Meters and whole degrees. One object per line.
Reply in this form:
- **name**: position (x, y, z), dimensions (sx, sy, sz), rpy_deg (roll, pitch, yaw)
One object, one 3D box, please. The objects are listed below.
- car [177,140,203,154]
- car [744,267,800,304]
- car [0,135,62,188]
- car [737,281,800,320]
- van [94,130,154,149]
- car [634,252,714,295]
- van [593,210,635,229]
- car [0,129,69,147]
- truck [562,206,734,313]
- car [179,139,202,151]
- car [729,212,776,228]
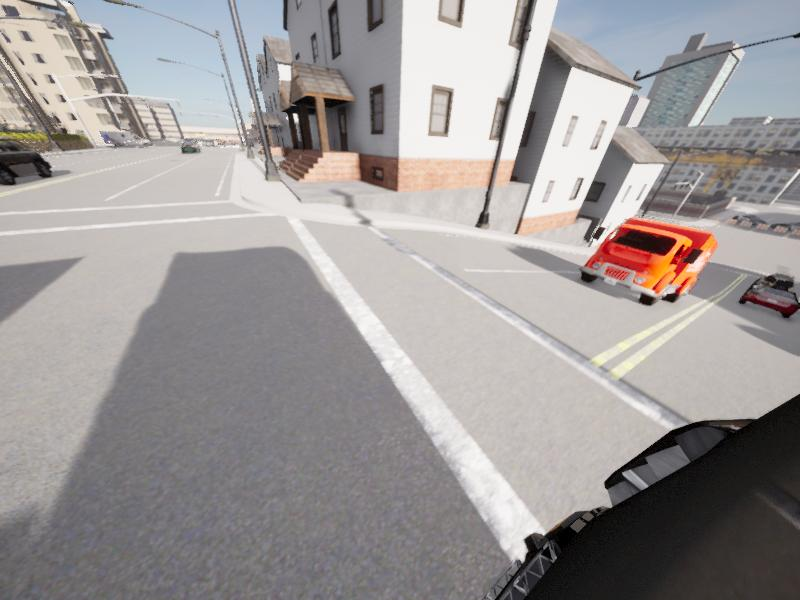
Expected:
- **car**: position (-31.951, -23.338, 35.245), dimensions (2.038, 1.542, 4.974), rpy_deg (-16, 38, -26)
- **car**: position (31.613, -1.306, 19.465), dimensions (4.605, 1.855, 1.932), rpy_deg (-10, 35, -30)
- **car**: position (-18.882, -6.450, 10.577), dimensions (1.932, 1.855, 4.605), rpy_deg (-16, 38, -25)
- **car**: position (23.726, -0.101, 14.754), dimensions (4.181, 1.385, 1.994), rpy_deg (-4, 32, -33)
- **van**: position (-48.686, -28.514, 41.071), dimensions (6.366, 2.431, 2.351), rpy_deg (-25, 42, -34)
- **car**: position (14.854, -1.440, 12.504), dimensions (4.193, 1.474, 1.816), rpy_deg (-4, 31, -33)
- **van**: position (36.408, -13.828, 39.434), dimensions (1.775, 1.987, 4.442), rpy_deg (-16, 38, -25)
- **car**: position (-57.960, -25.733, 36.681), dimensions (5.566, 2.045, 2.150), rpy_deg (-16, 38, -25)
- **truck**: position (9.103, -1.469, 8.487), dimensions (5.204, 2.467, 2.627), rpy_deg (-4, 31, -33)
- **car**: position (-38.431, -28.449, 42.363), dimensions (3.988, 1.617, 1.851), rpy_deg (28, 41, 32)
- **car**: position (66.401, -15.101, 43.625), dimensions (2.038, 1.542, 4.974), rpy_deg (10, 34, 10)
